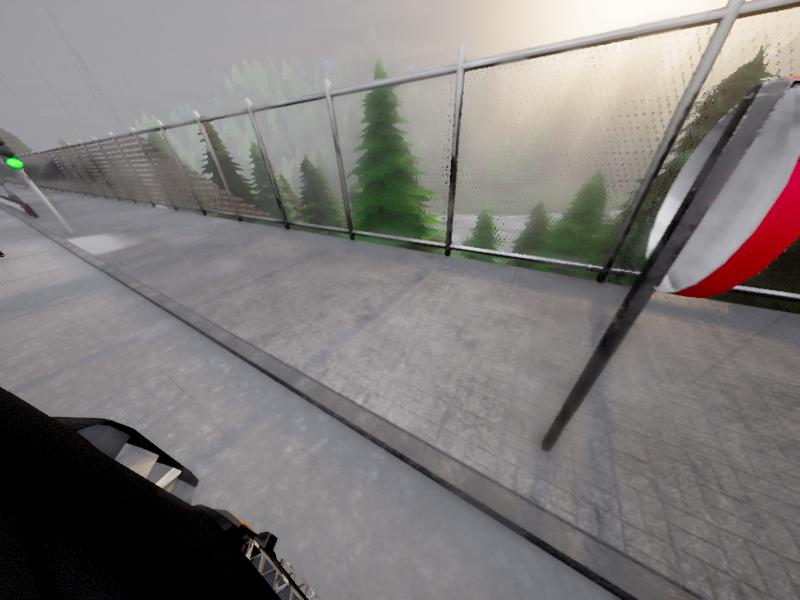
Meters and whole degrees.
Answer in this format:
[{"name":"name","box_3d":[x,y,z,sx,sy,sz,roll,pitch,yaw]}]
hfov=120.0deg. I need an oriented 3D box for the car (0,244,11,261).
[{"name":"car","box_3d":[-13.876,-1.977,6.498,4.553,1.767,2.097,16,38,26]}]
